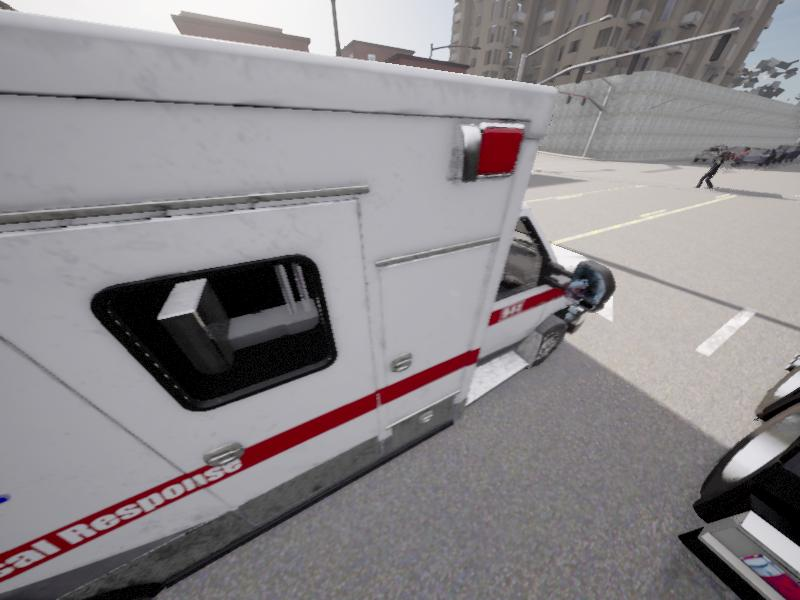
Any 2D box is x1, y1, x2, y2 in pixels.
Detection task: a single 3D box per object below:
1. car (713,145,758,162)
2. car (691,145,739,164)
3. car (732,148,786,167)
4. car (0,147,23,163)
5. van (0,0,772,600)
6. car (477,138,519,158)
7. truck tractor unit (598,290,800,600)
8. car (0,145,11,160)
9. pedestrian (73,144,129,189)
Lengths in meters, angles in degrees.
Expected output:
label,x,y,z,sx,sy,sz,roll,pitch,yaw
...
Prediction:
label,x,y,z,sx,sy,sz,roll,pitch,yaw
car,45.993,-20.137,31.700,4.553,1.767,2.097,-16,38,-22
car,39.138,-18.178,28.761,4.605,1.855,1.932,-16,38,-22
car,40.909,-16.339,26.356,4.856,1.649,2.033,-16,38,-22
car,-44.476,-15.688,24.988,1.994,1.385,4.181,-16,38,-22
van,-0.903,-0.010,1.883,6.366,2.431,2.351,-16,38,-22
car,13.460,-21.167,32.126,1.930,1.638,5.238,-16,44,-22
truck tractor unit,5.150,-0.261,0.712,6.516,4.208,3.053,-17,38,-22
car,-49.852,-17.526,27.139,1.932,1.855,4.605,-16,38,-22
pedestrian,-14.627,-6.574,11.390,0.751,1.860,0.751,-17,38,-23
